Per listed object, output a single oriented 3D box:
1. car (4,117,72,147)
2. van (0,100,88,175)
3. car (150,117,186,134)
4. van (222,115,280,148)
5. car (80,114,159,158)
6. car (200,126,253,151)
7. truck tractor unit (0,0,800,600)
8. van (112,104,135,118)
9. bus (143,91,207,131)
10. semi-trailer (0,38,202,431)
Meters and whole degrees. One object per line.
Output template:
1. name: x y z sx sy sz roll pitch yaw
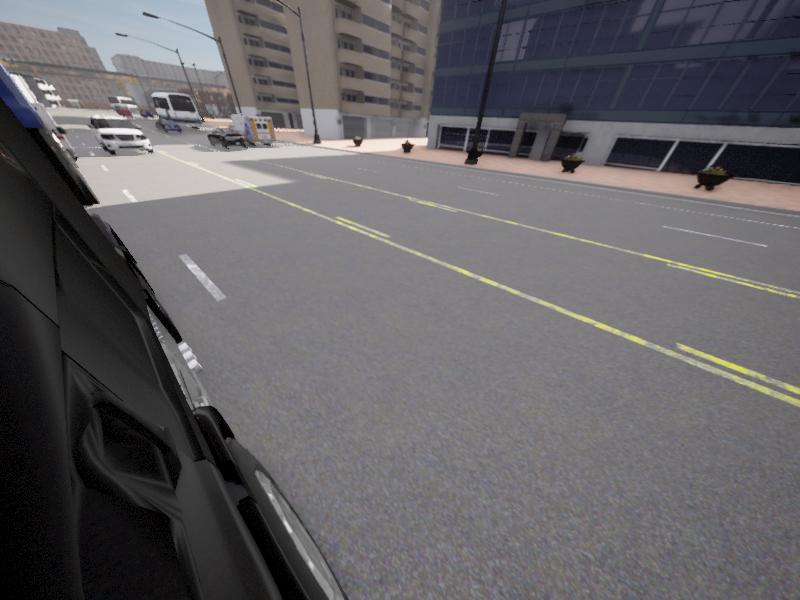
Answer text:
1. car: -27.657 -12.975 17.780 4.902 1.511 2.128 29 44 30
2. van: -17.875 -7.922 11.056 6.366 2.431 2.351 29 44 30
3. car: -31.376 -23.539 31.185 5.357 1.411 2.033 30 45 29
4. van: -15.764 -17.876 24.411 6.366 2.431 2.351 29 44 30
5. car: -18.981 -11.155 15.604 5.566 2.045 2.150 28 44 30
6. car: -15.813 -14.735 21.024 4.902 1.511 2.128 29 44 30
7. truck tractor unit: -2.645 -0.295 0.351 6.516 4.208 3.053 28 44 30
8. van: -56.155 -38.254 46.868 4.442 1.987 1.775 30 44 29
9. bus: -35.624 -29.960 36.583 10.273 4.253 3.944 31 45 29
10. semi-trailer: -8.737 -3.580 4.187 14.254 4.402 2.717 28 43 29
